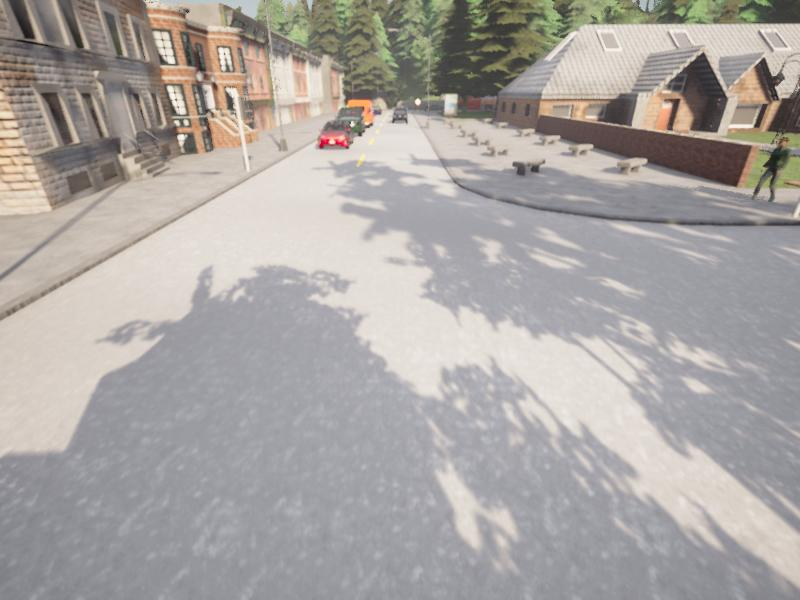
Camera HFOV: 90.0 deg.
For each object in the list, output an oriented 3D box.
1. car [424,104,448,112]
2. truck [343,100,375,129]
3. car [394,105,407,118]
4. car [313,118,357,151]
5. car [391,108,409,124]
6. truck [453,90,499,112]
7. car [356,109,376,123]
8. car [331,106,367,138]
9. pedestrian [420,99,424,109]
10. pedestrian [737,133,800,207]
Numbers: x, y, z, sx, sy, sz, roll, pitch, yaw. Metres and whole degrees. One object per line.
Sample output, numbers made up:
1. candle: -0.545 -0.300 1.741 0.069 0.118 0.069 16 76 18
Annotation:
1. car: 6.900 -37.135 77.454 4.181 1.385 1.994 -5 28 -9
2. truck: -4.005 -18.695 40.139 2.627 2.467 5.204 0 27 0
3. car: 0.032 -27.717 58.665 1.837 1.490 4.892 0 28 0
4. car: -4.015 -10.608 25.501 2.007 1.525 4.514 0 27 0
5. car: 0.012 -21.742 47.193 2.033 1.411 5.357 0 27 0
6. truck: 15.216 -40.141 80.561 8.468 3.827 2.891 0 27 0
7. car: -3.980 -21.829 47.494 1.895 1.301 4.718 0 27 0
8. car: -4.026 -14.599 32.667 2.150 2.045 5.566 0 27 0
9. pedestrian: 4.503 -40.678 83.067 0.751 1.860 0.751 -2 27 -4
10. pedestrian: 10.575 -3.689 11.332 0.751 1.860 0.751 -6 28 -12
